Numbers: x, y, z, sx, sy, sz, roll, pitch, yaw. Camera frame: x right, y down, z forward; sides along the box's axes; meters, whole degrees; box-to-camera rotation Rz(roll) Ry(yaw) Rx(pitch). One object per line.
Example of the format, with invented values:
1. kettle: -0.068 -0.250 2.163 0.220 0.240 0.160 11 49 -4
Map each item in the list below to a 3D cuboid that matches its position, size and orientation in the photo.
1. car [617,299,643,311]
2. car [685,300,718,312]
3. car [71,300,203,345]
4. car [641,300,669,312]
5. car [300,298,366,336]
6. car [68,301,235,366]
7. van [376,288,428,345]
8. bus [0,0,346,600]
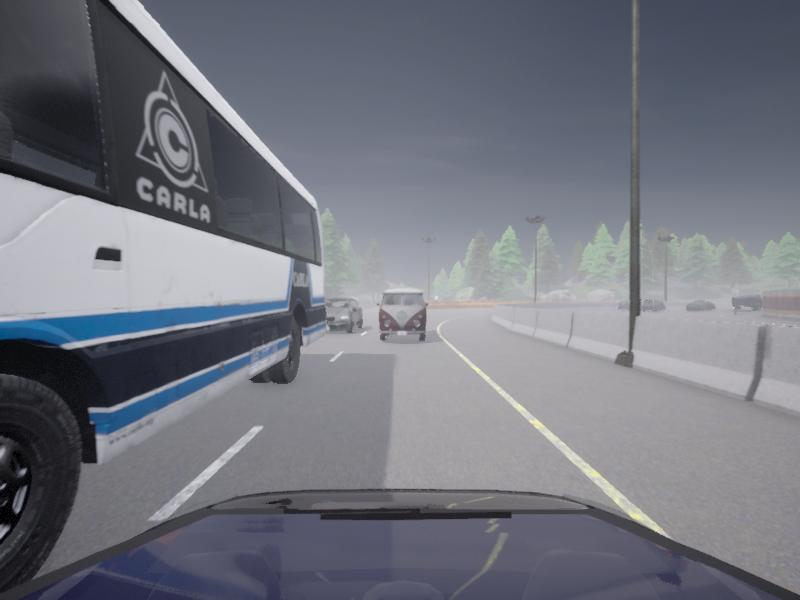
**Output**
1. car: 32.141 0.703 55.814 3.705 1.549 1.789 -1 0 -35
2. car: 39.023 0.731 51.753 4.181 1.385 1.994 -1 1 -30
3. car: -10.435 0.775 16.521 1.801 1.575 5.366 0 0 2
4. car: 33.295 0.720 52.250 3.633 1.501 1.845 -1 1 -35
5. car: -3.132 0.726 19.760 2.242 1.667 4.611 0 0 4
6. car: -6.973 0.804 12.060 1.882 1.535 5.008 0 0 0
7. van: 0.139 0.574 16.058 1.775 1.987 4.442 0 0 2
8. bus: -3.384 -0.553 5.332 3.944 4.253 10.273 0 1 0
